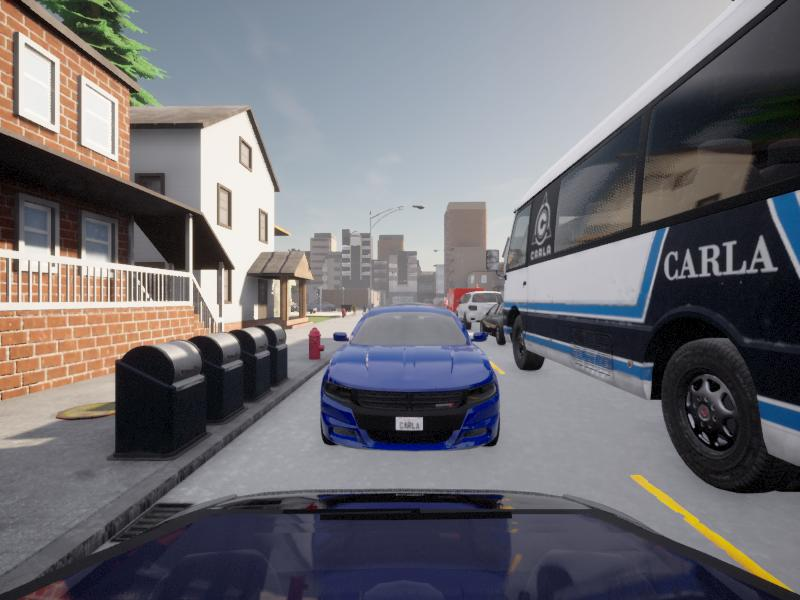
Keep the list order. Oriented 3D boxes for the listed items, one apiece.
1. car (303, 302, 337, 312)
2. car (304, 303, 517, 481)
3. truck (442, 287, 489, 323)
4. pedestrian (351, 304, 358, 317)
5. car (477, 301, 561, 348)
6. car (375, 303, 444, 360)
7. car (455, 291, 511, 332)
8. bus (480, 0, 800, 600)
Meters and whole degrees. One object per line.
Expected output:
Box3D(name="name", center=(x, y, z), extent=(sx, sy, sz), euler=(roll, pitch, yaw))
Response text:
Box3D(name="car", center=(-10.685, 0.907, 53.520), extent=(4.181, 1.385, 1.994), euler=(0, 0, 1))
Box3D(name="car", center=(0.148, 0.823, 6.037), extent=(1.882, 1.535, 5.008), euler=(0, 0, 1))
Box3D(name="truck", center=(4.794, 0.357, 30.240), extent=(2.627, 2.467, 5.204), euler=(0, 0, 0))
Box3D(name="pedestrian", center=(-3.897, 0.905, 34.102), extent=(0.500, 1.100, 0.500), euler=(0, 0, 2))
Box3D(name="car", center=(4.358, 0.828, 15.497), extent=(2.007, 1.525, 4.514), euler=(0, 0, 1))
Box3D(name="car", center=(0.299, 0.844, 13.068), extent=(1.837, 1.490, 4.892), euler=(0, 0, 1))
Box3D(name="car", center=(4.537, 0.568, 22.777), extent=(2.150, 2.045, 5.566), euler=(0, 0, 1))
Box3D(name="bus", center=(4.014, -0.534, 5.575), extent=(3.944, 4.253, 10.273), euler=(0, 0, 1))
